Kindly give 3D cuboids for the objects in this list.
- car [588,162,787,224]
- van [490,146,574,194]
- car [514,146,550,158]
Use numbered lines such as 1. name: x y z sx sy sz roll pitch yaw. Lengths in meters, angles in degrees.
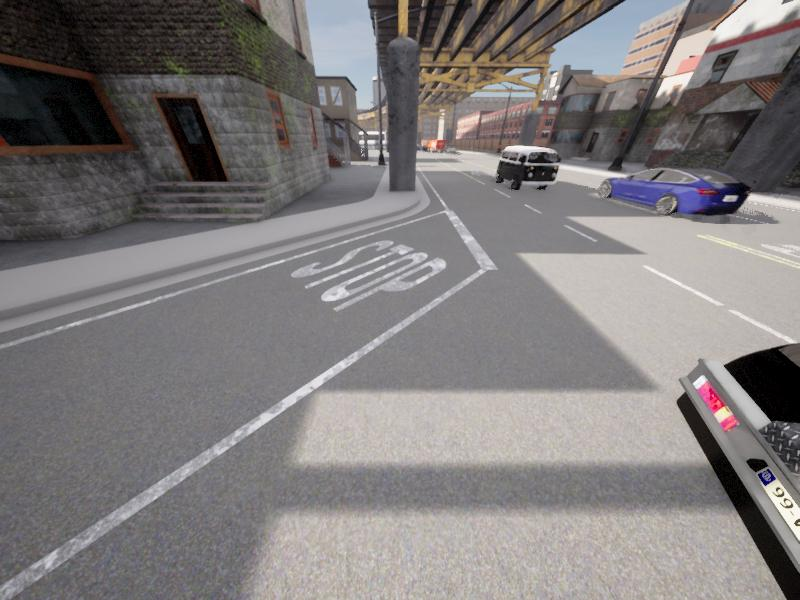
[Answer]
1. car: 10.677 -4.573 9.414 2.163 1.488 4.792 0 35 0
2. van: 7.160 -7.633 13.328 2.069 2.038 4.480 0 35 0
3. car: 22.768 -25.629 39.852 4.974 1.542 2.038 18 38 24
